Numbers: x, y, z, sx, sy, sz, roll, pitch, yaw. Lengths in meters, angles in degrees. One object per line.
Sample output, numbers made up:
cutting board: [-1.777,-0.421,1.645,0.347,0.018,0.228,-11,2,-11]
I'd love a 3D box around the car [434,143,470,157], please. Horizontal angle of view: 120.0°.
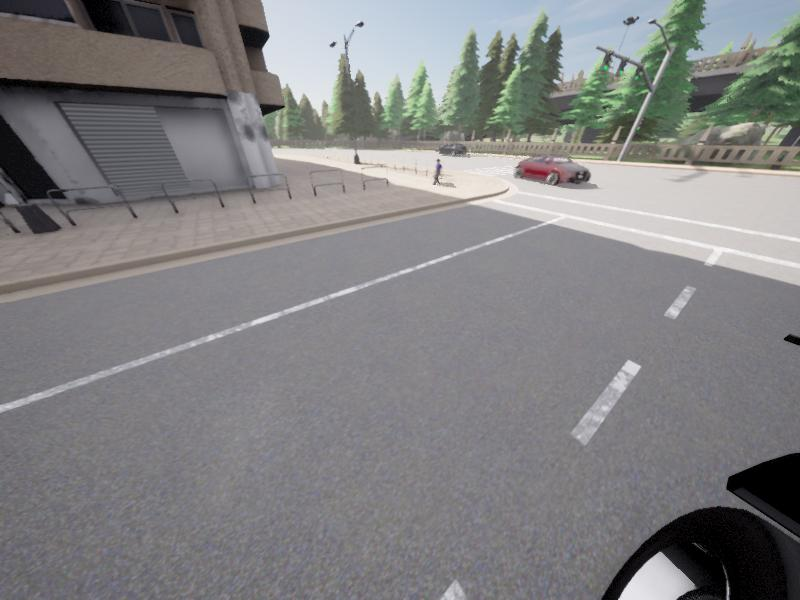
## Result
car: [7.121,-20.922,32.102,1.837,1.490,4.892,-22,41,-27]

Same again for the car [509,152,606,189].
car: [8.716,-7.608,13.355,1.994,1.385,4.181,-11,37,-14]

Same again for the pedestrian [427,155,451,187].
pedestrian: [1.966,-6.568,11.767,0.751,1.300,0.751,-22,41,-28]

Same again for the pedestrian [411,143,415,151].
pedestrian: [2.348,-27.692,41.759,0.500,1.100,0.500,-24,42,-30]
